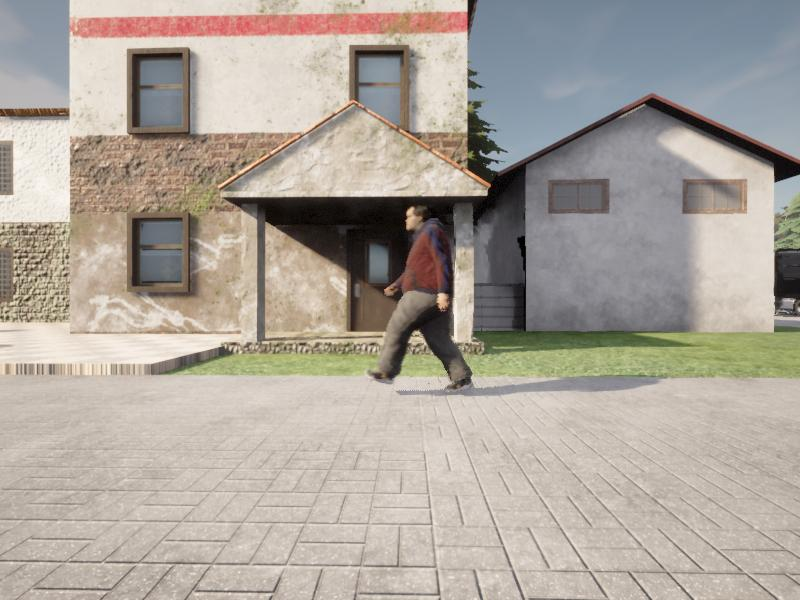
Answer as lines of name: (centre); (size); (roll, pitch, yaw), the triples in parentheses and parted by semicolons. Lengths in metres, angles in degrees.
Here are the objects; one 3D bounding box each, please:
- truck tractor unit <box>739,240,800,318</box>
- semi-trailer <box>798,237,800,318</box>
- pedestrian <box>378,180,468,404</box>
truck tractor unit: (23.162, -1.121, 22.516); (3.053, 4.208, 6.516); (0, 0, 6)
semi-trailer: (22.995, -1.223, 14.611); (2.717, 4.402, 14.254); (0, 0, 0)
pedestrian: (0.205, -0.067, 3.722); (0.751, 1.860, 0.751); (0, 0, 2)
